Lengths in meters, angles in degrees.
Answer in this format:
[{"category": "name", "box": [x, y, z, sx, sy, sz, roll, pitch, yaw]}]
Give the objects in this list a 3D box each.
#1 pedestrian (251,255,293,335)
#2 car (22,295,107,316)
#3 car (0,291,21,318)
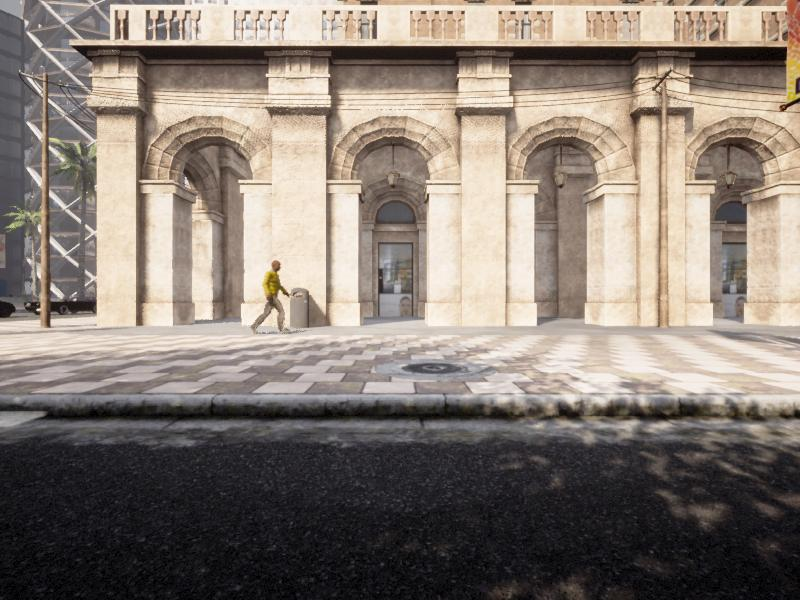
[{"category": "pedestrian", "box": [-3.049, -0.115, 9.588, 0.751, 1.860, 0.751, 0, 0, 0]}, {"category": "car", "box": [-23.035, 0.340, 27.750, 1.895, 1.301, 4.718, 0, 0, 0]}, {"category": "car", "box": [-23.029, 0.251, 21.246, 1.816, 1.474, 4.193, 0, 0, 0]}]
